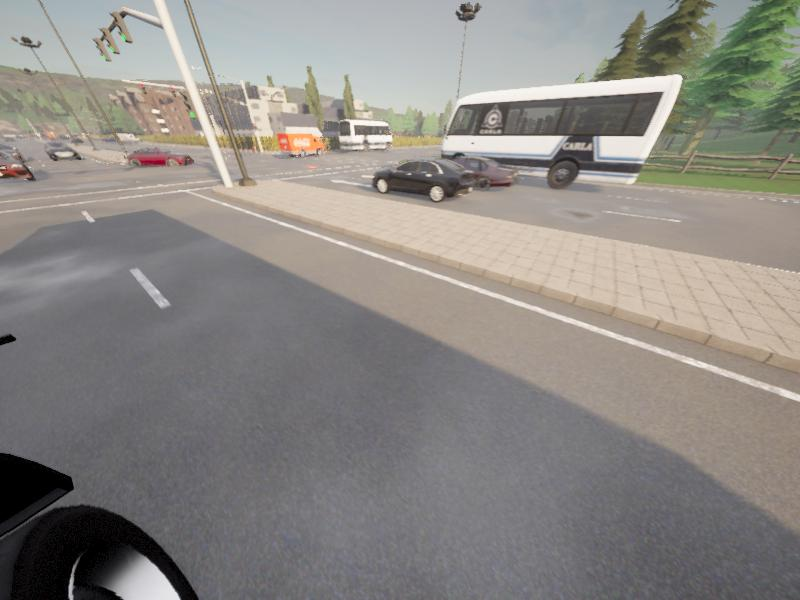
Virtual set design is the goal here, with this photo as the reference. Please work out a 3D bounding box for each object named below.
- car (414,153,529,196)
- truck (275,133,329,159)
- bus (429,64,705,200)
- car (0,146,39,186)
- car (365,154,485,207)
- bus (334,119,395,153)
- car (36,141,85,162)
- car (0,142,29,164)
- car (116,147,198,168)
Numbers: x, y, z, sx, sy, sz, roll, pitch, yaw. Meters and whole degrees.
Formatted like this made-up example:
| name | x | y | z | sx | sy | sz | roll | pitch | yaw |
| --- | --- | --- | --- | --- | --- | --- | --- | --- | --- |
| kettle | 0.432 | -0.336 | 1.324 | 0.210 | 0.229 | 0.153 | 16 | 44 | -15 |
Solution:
| name | x | y | z | sx | sy | sz | roll | pitch | yaw |
| --- | --- | --- | --- | --- | --- | --- | --- | --- | --- |
| car | 3.554 | -6.853 | 12.354 | 5.357 | 1.411 | 2.033 | 23 | 41 | 29 |
| truck | -11.907 | -19.157 | 28.627 | 2.627 | 2.467 | 5.204 | 23 | 41 | 28 |
| bus | 7.240 | -8.859 | 12.740 | 10.273 | 4.253 | 3.944 | 23 | 41 | 29 |
| car | -23.056 | -7.659 | 13.082 | 5.027 | 1.651 | 2.152 | 23 | 41 | 29 |
| car | 0.920 | -5.511 | 10.357 | 4.892 | 1.490 | 1.837 | 23 | 41 | 29 |
| bus | -5.664 | -28.150 | 39.805 | 3.944 | 4.253 | 10.273 | 24 | 42 | 30 |
| car | -35.022 | -15.366 | 23.835 | 4.856 | 1.649 | 2.033 | 23 | 41 | 29 |
| car | -38.138 | -14.152 | 22.186 | 4.974 | 1.542 | 2.038 | 23 | 41 | 29 |
| car | -20.377 | -12.116 | 19.598 | 4.181 | 1.385 | 1.994 | -7 | 36 | -10 |
